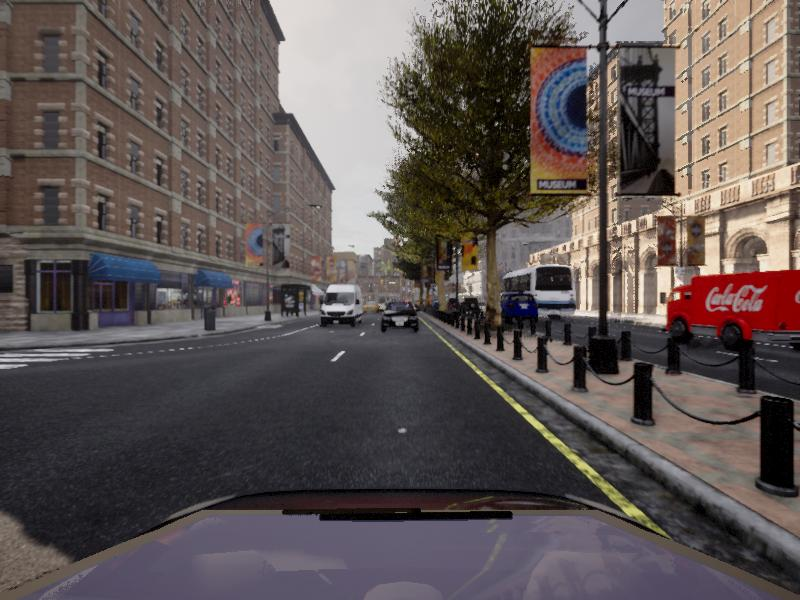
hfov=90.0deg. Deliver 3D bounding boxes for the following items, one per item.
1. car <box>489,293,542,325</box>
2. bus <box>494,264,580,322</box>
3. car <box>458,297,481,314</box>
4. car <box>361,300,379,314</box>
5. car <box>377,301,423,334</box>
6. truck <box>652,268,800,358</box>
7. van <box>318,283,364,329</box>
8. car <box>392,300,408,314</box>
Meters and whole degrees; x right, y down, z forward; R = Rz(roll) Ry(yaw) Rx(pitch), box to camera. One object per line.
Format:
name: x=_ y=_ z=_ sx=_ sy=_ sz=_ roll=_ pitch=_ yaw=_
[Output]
car: x=8.006 y=0.576 z=28.411 sx=2.150 sy=2.045 sz=5.566 roll=0 pitch=0 yaw=0
bus: x=11.368 y=-0.524 z=34.820 sx=3.944 sy=4.253 sz=10.273 roll=0 pitch=0 yaw=0
car: x=7.988 y=0.659 z=46.185 sx=1.905 sy=1.878 sz=3.866 roll=0 pitch=0 yaw=0
car: x=-3.513 y=0.815 z=48.303 sx=1.801 sy=1.575 sz=5.366 roll=0 pitch=0 yaw=0
car: x=-0.007 y=0.842 z=21.161 sx=2.128 sy=1.511 sz=4.902 roll=0 pitch=0 yaw=0
truck: x=11.475 y=0.362 z=13.559 sx=2.627 sy=2.467 sz=5.204 roll=0 pitch=0 yaw=0
van: x=-3.512 y=0.329 z=24.880 sx=1.988 sy=2.561 sz=5.915 roll=0 pitch=0 yaw=0
car: x=-0.017 y=0.802 z=47.343 sx=1.851 sy=1.617 sz=3.988 roll=0 pitch=0 yaw=0
